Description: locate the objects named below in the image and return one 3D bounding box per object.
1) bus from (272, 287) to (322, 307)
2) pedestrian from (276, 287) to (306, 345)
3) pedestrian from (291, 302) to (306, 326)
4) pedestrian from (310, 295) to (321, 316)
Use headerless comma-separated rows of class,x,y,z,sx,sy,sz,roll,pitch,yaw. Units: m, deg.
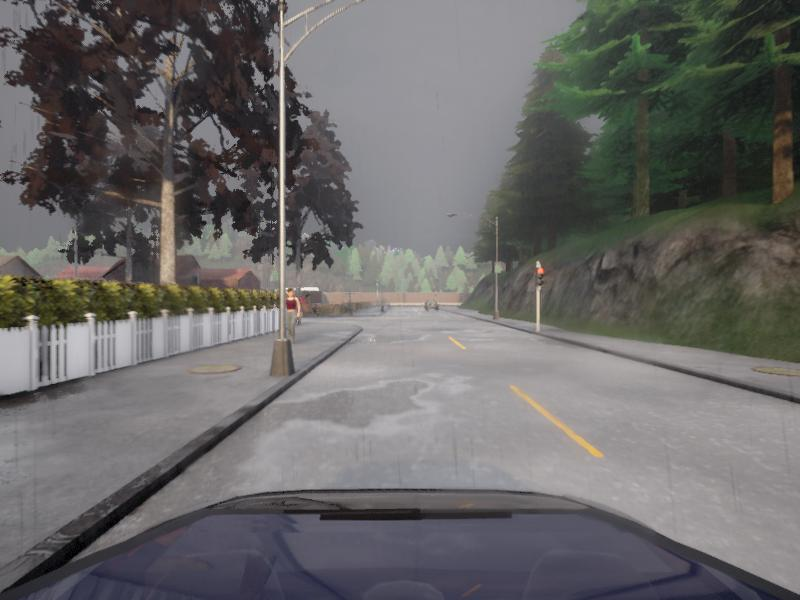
bus,-23.095,-0.662,89.880,10.273,4.253,3.944,0,0,0
pedestrian,-3.558,0.506,13.074,0.751,1.860,0.751,0,0,3
pedestrian,-5.654,0.773,22.315,0.751,1.300,0.751,0,0,-18
pedestrian,-7.515,0.485,35.622,0.751,1.860,0.751,0,0,-41
